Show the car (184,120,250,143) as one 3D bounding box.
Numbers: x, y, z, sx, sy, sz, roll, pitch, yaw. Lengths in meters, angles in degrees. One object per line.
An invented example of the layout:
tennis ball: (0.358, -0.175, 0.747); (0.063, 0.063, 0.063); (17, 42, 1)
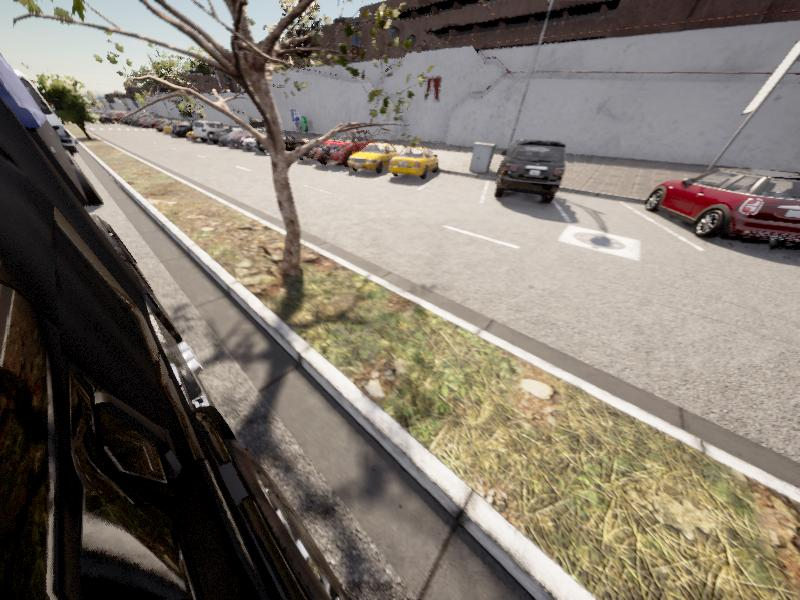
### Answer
car: (-21.936, -20.433, 28.126); (2.435, 2.045, 5.566); (14, 37, 15)

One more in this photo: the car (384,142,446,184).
car: (1.050, -8.105, 13.381); (1.946, 1.575, 5.366); (14, 37, 15)

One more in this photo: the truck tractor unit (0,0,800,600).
truck tractor unit: (-2.645, -0.295, 0.351); (6.516, 4.208, 3.053); (28, 44, 30)

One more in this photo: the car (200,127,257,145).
car: (-19.658, -18.977, 26.799); (2.163, 1.488, 4.792); (14, 37, 15)

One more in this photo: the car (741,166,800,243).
car: (12.478, -1.986, 5.706); (2.185, 1.767, 4.553); (15, 37, 14)

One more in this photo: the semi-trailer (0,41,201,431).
semi-trailer: (-8.698, -3.595, 4.243); (14.254, 4.402, 2.717); (28, 43, 30)

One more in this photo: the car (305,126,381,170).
car: (-3.590, -10.627, 16.071); (2.435, 2.045, 5.566); (14, 37, 14)

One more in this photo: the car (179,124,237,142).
car: (-24.313, -21.354, 29.601); (1.946, 1.575, 5.366); (15, 38, 14)

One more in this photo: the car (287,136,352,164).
car: (-5.900, -11.619, 17.739); (2.163, 1.488, 4.792); (14, 37, 14)

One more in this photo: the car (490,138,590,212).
car: (5.591, -5.775, 10.117); (2.435, 2.045, 5.566); (14, 37, 15)

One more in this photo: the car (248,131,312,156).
car: (-10.486, -14.089, 20.751); (2.097, 1.535, 5.008); (14, 37, 15)

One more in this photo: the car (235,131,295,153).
car: (-12.775, -15.278, 22.283); (2.002, 1.452, 4.674); (14, 37, 14)

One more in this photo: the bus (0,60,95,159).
bus: (-25.266, -12.428, 15.280); (10.273, 4.253, 3.944); (28, 43, 30)

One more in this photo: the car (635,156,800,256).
car: (10.155, -3.184, 7.152); (2.185, 1.767, 4.553); (14, 37, 15)

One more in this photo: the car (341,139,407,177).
car: (-1.365, -9.124, 14.593); (1.946, 1.575, 5.366); (14, 37, 14)

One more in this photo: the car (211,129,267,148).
car: (-17.361, -17.719, 25.285); (2.002, 1.452, 4.674); (15, 37, 14)

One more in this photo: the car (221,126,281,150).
car: (-15.051, -16.649, 23.710); (2.185, 1.767, 4.553); (14, 37, 14)

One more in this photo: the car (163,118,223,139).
car: (-28.831, -24.117, 32.547); (2.435, 2.045, 5.566); (15, 38, 14)
